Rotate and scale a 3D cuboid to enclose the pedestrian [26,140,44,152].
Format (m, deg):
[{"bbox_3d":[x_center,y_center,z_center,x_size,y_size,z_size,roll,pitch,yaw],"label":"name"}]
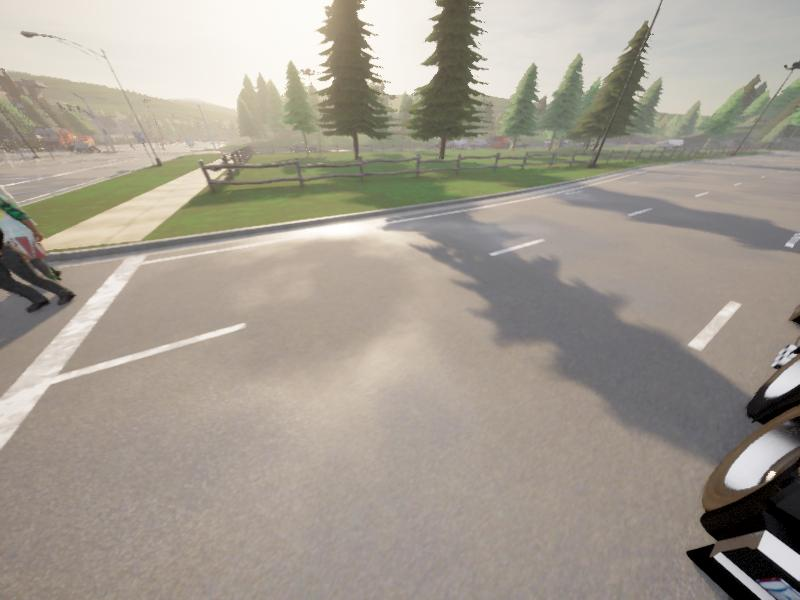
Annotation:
[{"bbox_3d":[-66.501,-28.055,42.094,0.751,1.860,0.751,-18,39,-24],"label":"pedestrian"}]

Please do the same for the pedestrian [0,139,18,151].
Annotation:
[{"bbox_3d":[-69.878,-27.690,41.251,0.751,1.860,0.751,-16,38,-22],"label":"pedestrian"}]

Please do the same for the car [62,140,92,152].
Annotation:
[{"bbox_3d":[-65.325,-31.288,46.783,1.905,1.878,3.866,-18,39,-24],"label":"car"}]

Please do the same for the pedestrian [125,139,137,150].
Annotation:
[{"bbox_3d":[-56.348,-32.526,48.335,0.751,1.860,0.751,-17,38,-23],"label":"pedestrian"}]

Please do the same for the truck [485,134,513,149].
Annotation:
[{"bbox_3d":[32.059,-51.497,74.899,8.468,3.827,2.891,-18,39,-24],"label":"truck"}]

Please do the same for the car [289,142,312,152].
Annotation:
[{"bbox_3d":[-21.627,-33.215,50.139,3.988,1.617,1.851,-18,39,-24],"label":"car"}]

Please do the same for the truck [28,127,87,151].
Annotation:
[{"bbox_3d":[-70.714,-33.423,48.090,2.891,3.827,8.468,-18,39,-25],"label":"truck"}]

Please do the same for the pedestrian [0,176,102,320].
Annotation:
[{"bbox_3d":[-5.644,-0.674,3.253,0.751,1.860,0.751,1,35,1],"label":"pedestrian"}]

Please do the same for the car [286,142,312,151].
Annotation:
[{"bbox_3d":[-23.009,-35.075,52.788,5.027,1.651,2.152,-18,39,-24],"label":"car"}]

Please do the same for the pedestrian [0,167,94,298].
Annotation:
[{"bbox_3d":[-6.489,-1.086,3.832,0.751,1.860,0.751,-16,38,-22],"label":"pedestrian"}]

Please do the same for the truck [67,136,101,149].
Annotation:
[{"bbox_3d":[-75.630,-37.696,55.378,2.627,2.467,5.204,-18,39,-25],"label":"truck"}]

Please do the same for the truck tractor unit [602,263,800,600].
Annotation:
[{"bbox_3d":[5.109,-0.303,0.784,6.516,4.208,3.053,-18,39,-24],"label":"truck tractor unit"}]

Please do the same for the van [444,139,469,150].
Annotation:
[{"bbox_3d":[15.688,-43.323,64.241,6.366,2.431,2.351,-18,39,-24],"label":"van"}]

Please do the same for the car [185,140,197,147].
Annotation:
[{"bbox_3d":[-69.047,-51.843,76.487,1.930,1.638,5.238,-18,39,-25],"label":"car"}]

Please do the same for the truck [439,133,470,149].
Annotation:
[{"bbox_3d":[15.740,-46.218,67.180,8.468,3.827,2.891,-18,39,-24],"label":"truck"}]

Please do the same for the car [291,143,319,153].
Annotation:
[{"bbox_3d":[-19.547,-31.589,47.805,4.856,1.649,2.033,-18,39,-24],"label":"car"}]

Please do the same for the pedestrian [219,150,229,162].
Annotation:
[{"bbox_3d":[-19.054,-15.620,25.014,0.500,1.100,0.500,-15,38,-21],"label":"pedestrian"}]

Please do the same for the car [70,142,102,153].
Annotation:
[{"bbox_3d":[-58.853,-28.673,43.401,1.837,1.490,4.892,-18,39,-24],"label":"car"}]
